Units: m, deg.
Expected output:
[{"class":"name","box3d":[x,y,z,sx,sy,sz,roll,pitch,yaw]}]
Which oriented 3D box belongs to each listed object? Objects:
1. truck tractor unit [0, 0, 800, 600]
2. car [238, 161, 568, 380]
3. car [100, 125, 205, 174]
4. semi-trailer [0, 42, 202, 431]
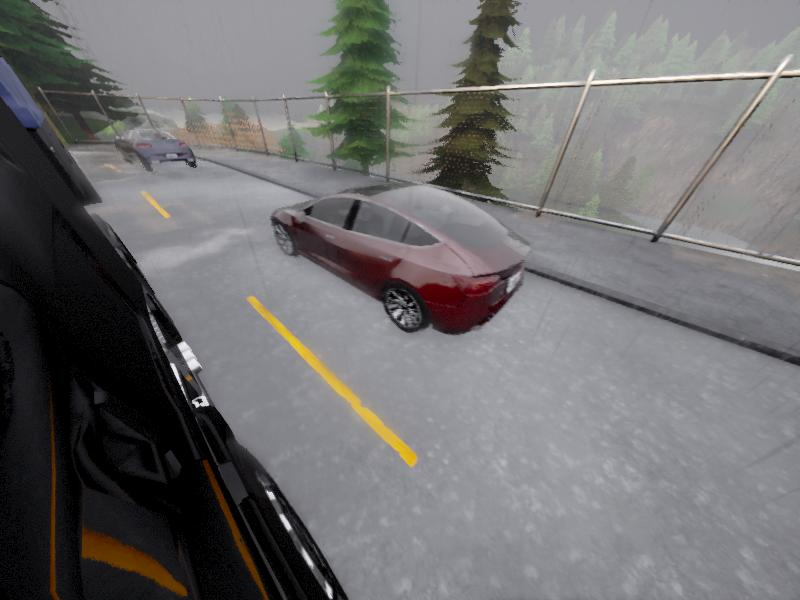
[{"class":"truck tractor unit","box3d":[-2.645,-0.295,0.351,6.516,4.208,3.053,28,44,30]},{"class":"car","box3d":[-0.386,-1.186,3.972,4.792,1.488,2.163,29,44,31]},{"class":"car","box3d":[-12.767,-7.860,11.924,5.027,1.651,2.152,25,42,27]},{"class":"semi-trailer","box3d":[-8.700,-3.613,4.212,14.254,4.402,2.717,28,44,30]}]
